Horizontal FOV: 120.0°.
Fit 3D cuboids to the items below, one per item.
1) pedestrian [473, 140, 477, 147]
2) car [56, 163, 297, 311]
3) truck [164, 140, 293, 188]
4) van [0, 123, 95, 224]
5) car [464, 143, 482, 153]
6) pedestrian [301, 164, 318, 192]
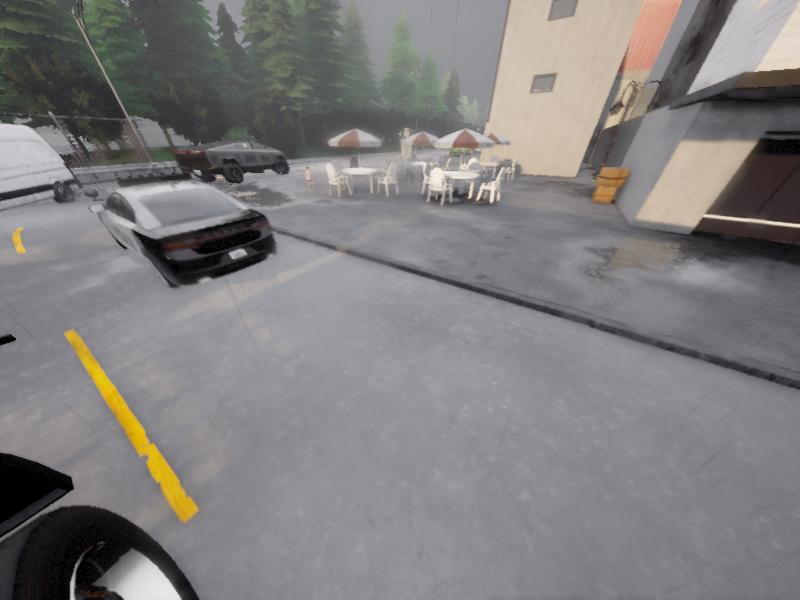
[{"bbox_3d":[22.545,-47.093,69.546,0.751,1.860,0.751,16,38,21],"label":"pedestrian"},{"bbox_3d":[-4.923,-1.824,5.049,5.238,1.638,1.930,22,40,27],"label":"car"},{"bbox_3d":[-9.917,-8.726,14.436,2.390,2.098,6.274,8,36,12],"label":"truck"},{"bbox_3d":[-13.728,-3.881,7.098,1.988,2.561,5.915,-12,37,-15],"label":"van"},{"bbox_3d":[15.035,-31.418,47.599,1.882,1.535,5.008,20,40,26],"label":"car"},{"bbox_3d":[-4.263,-5.743,10.897,0.500,1.100,0.500,-15,38,-21],"label":"pedestrian"}]
